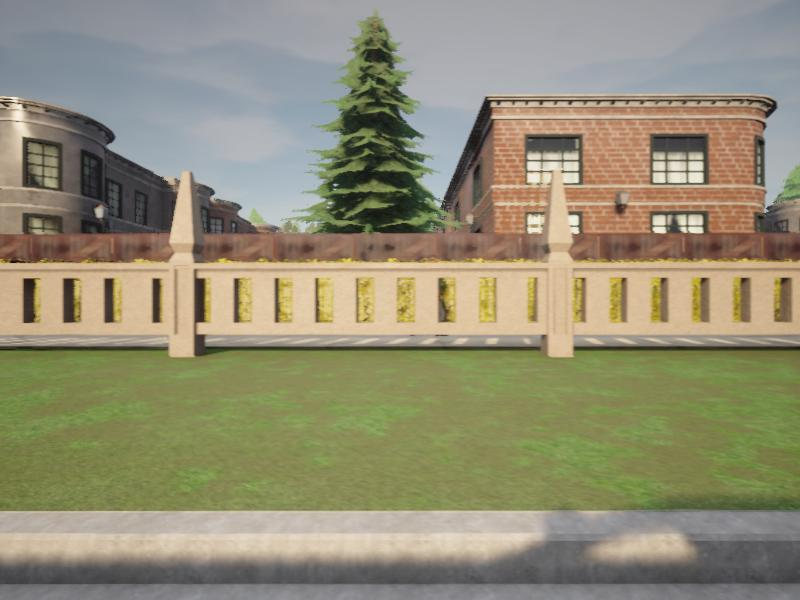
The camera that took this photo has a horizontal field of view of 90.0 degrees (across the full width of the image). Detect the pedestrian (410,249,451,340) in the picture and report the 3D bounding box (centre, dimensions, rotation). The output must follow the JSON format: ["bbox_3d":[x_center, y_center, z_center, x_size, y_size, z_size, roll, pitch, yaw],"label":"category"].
[{"bbox_3d":[0.635,-0.116,8.550,0.751,1.860,0.751,0,0,-7],"label":"pedestrian"}]
